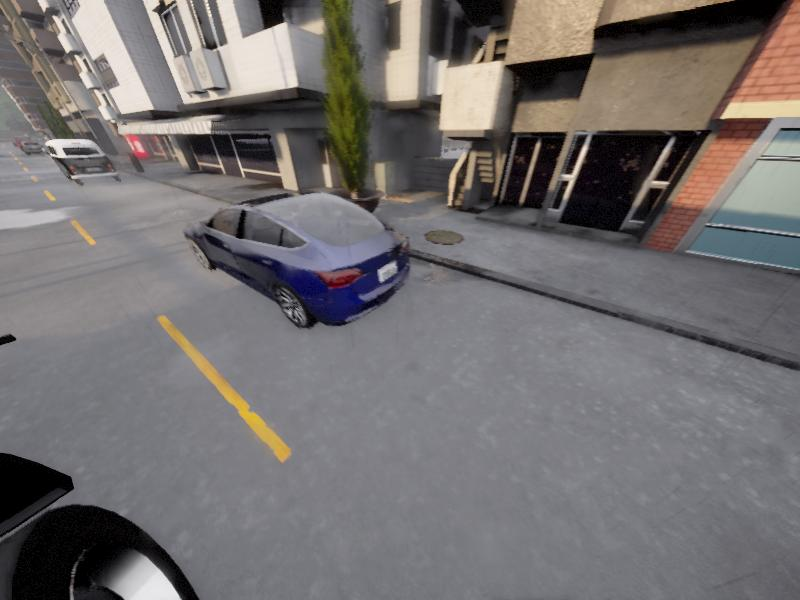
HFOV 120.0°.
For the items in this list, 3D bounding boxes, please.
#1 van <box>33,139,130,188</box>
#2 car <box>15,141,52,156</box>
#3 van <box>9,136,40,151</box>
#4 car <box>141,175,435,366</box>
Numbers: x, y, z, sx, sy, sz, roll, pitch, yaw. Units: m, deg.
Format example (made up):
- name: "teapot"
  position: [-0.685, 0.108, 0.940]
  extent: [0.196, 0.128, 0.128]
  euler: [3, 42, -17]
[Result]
- name: "van"
  position: [-18.035, -7.880, 13.101]
  extent: [4.480, 2.038, 2.069]
  euler: [22, 41, 28]
- name: "car"
  position: [-48.459, -20.087, 30.552]
  extent: [3.806, 1.475, 1.970]
  euler: [22, 41, 28]
- name: "van"
  position: [-61.121, -25.475, 37.604]
  extent: [4.442, 1.987, 1.775]
  euler: [22, 41, 28]
- name: "car"
  position: [-2.071, -1.124, 4.190]
  extent: [4.792, 1.488, 2.163]
  euler: [22, 41, 28]
